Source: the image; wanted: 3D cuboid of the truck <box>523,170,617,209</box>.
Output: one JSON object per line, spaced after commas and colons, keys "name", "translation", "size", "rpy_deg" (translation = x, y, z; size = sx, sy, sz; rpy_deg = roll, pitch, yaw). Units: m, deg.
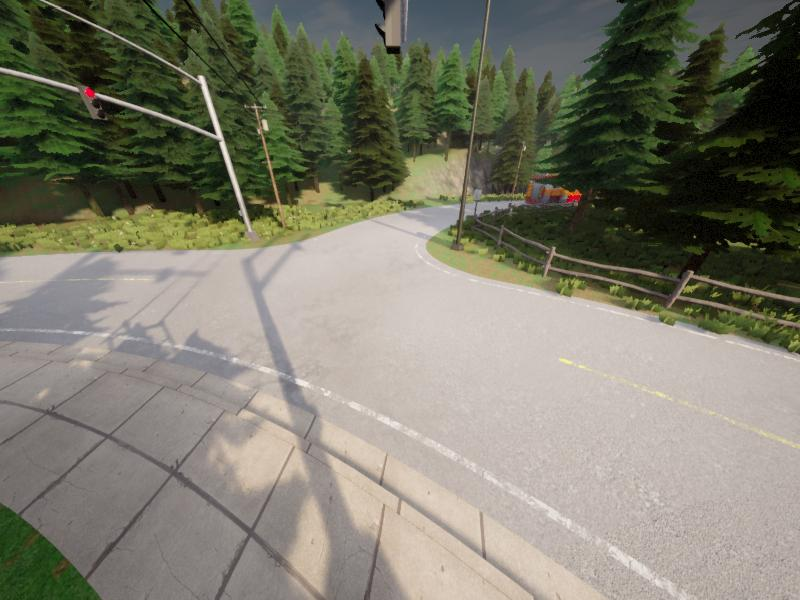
{"name": "truck", "translation": [19.802, -13.196, 27.395], "size": [8.468, 3.827, 2.891], "rpy_deg": [-5, 30, -8]}
